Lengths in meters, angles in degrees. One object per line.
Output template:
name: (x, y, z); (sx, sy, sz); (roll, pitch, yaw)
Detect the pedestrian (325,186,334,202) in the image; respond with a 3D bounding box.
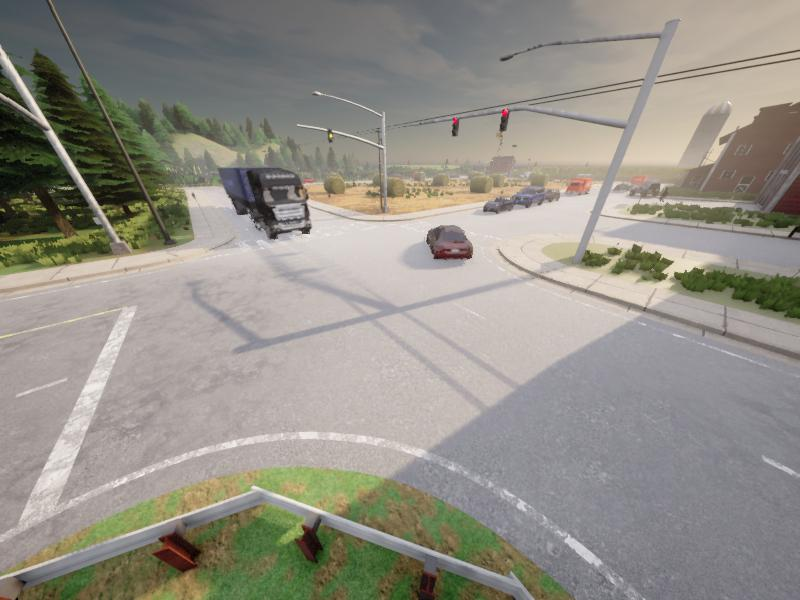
pedestrian: (-9.204, -13.838, 30.071); (0.751, 1.860, 0.751); (-2, 30, -4)

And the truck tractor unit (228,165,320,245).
truck tractor unit: (-8.801, -6.863, 16.005); (3.053, 4.208, 6.516); (-24, 37, -35)

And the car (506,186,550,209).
car: (15.392, -12.350, 27.640); (5.566, 2.045, 2.150); (-23, 37, -34)

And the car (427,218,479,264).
car: (2.702, -3.401, 12.830); (1.994, 1.385, 4.181); (0, 30, 1)

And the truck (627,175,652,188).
truck: (54.083, -26.792, 52.224); (5.204, 2.467, 2.627); (-23, 37, -34)

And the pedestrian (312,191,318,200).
pedestrian: (-11.647, -14.278, 31.605); (0.500, 1.100, 0.500); (-7, 31, -12)

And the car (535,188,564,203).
car: (20.426, -14.296, 31.502); (3.705, 1.549, 1.789); (-23, 37, -34)

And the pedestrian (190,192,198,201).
pedestrian: (-27.729, -13.964, 31.082); (0.500, 1.100, 0.500); (-21, 36, -32)

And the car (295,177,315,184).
car: (-26.827, -33.846, 65.376); (4.514, 1.525, 2.007); (-20, 36, -31)

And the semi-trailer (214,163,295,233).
semi-trailer: (-13.860, -9.986, 21.227); (2.717, 4.402, 14.254); (-22, 37, -33)

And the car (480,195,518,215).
car: (10.235, -9.931, 23.957); (3.633, 1.501, 1.845); (-23, 37, -34)

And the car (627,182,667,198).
car: (37.519, -16.849, 35.271); (1.905, 1.878, 3.866); (-2, 28, 9)

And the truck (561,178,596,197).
truck: (29.102, -18.443, 37.703); (5.204, 2.467, 2.627); (-24, 37, -34)

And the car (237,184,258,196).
car: (-26.008, -18.830, 39.425); (1.882, 1.535, 5.008); (-22, 37, -33)

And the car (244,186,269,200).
car: (-21.694, -16.208, 34.890); (2.038, 1.542, 4.974); (-22, 37, -33)

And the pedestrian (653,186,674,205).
pedestrian: (30.292, -11.991, 26.559); (0.751, 1.860, 0.751); (14, 33, 23)
